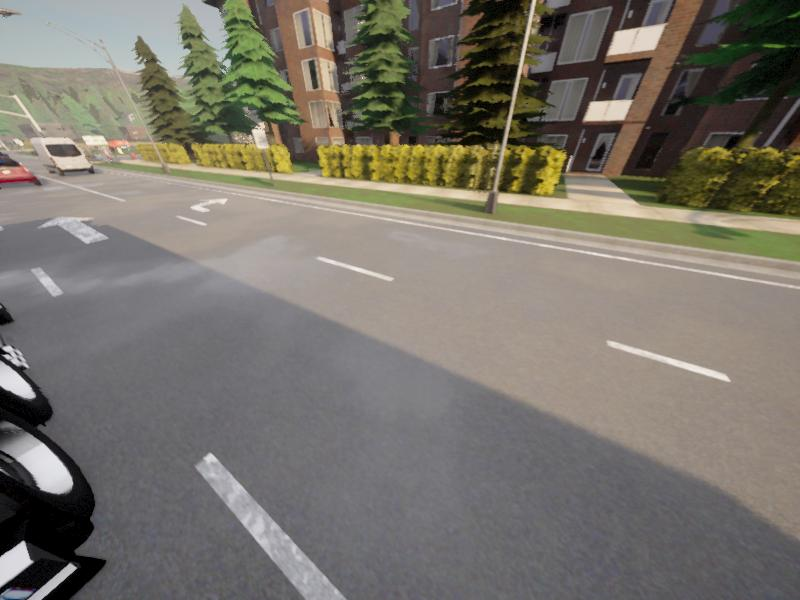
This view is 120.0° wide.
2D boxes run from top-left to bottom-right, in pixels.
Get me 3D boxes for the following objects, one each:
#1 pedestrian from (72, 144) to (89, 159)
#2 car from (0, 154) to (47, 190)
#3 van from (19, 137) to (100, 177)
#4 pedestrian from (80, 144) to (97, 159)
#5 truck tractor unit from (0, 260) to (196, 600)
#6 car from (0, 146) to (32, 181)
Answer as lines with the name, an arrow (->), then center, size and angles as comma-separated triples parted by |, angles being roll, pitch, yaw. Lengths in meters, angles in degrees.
pedestrian -> -49.991, -23.230, 36.173 | 0.751, 1.860, 0.751 | 20, 40, 27
car -> -24.324, -7.914, 14.187 | 3.988, 1.617, 1.851 | 19, 39, 25
van -> -28.232, -11.929, 19.180 | 5.915, 2.561, 1.988 | 18, 39, 25
pedestrian -> -49.246, -23.501, 36.561 | 0.751, 1.860, 0.751 | 21, 40, 28
truck tractor unit -> -5.104, -0.307, 0.796 | 6.516, 4.208, 3.053 | 19, 39, 25
car -> -30.462, -10.144, 17.063 | 5.566, 2.045, 2.150 | 18, 39, 25
